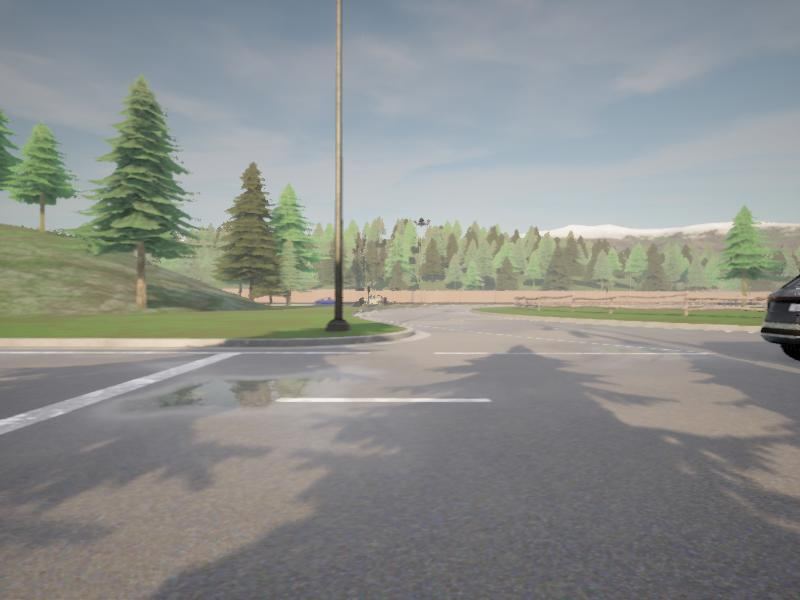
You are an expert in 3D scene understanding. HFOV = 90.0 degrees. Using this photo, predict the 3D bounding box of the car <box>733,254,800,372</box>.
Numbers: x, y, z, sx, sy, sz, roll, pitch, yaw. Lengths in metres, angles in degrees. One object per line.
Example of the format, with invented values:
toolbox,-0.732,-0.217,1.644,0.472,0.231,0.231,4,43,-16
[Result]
car,8.035,0.191,5.708,4.856,1.649,2.033,0,0,0

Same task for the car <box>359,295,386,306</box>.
car,-4.770,0.044,70.006,4.605,1.855,1.932,0,0,0
